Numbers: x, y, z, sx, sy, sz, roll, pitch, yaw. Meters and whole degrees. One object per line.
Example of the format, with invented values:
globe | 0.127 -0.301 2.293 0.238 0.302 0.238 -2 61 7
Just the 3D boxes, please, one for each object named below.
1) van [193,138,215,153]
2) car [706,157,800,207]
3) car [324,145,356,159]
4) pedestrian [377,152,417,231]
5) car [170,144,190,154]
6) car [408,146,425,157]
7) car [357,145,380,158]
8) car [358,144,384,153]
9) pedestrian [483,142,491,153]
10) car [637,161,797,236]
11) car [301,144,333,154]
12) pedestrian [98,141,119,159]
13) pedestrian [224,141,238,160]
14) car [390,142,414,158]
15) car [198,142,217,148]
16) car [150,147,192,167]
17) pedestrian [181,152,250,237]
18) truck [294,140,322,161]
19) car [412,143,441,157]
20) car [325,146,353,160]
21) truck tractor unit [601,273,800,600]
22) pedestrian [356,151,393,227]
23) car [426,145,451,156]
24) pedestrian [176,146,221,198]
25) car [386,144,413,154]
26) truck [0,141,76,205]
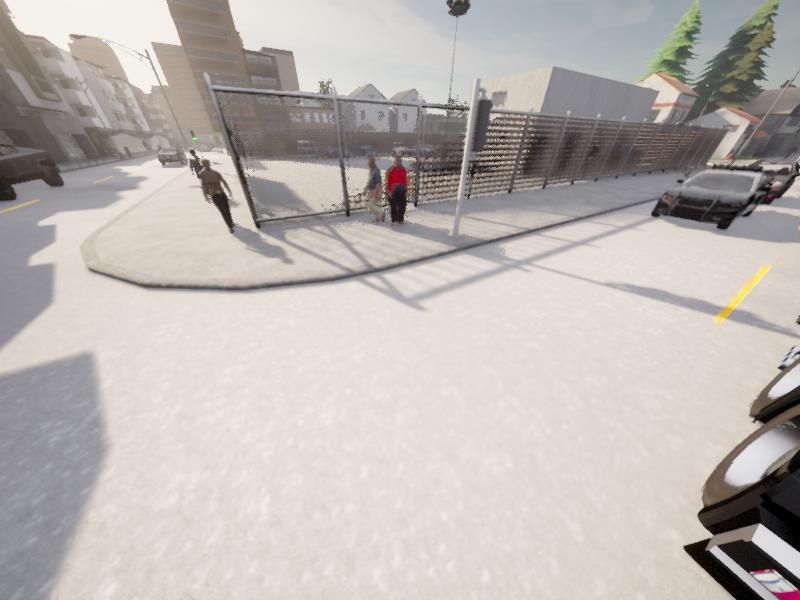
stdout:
van | -42.405 -33.553 50.108 2.351 2.431 6.366 -18 39 -25
car | 16.912 -5.619 10.820 3.988 1.617 1.851 -18 39 -25
car | -8.209 -20.326 31.665 3.705 1.547 1.789 -18 39 -25
pedestrian | -0.080 -3.006 6.455 0.751 1.860 0.751 -18 39 -24
car | -44.521 -30.665 46.857 1.970 1.475 3.806 -18 39 -25
car | 2.538 -23.015 35.709 1.481 1.379 2.207 -18 39 -25
car | -4.652 -21.866 33.927 1.845 1.501 3.633 -18 39 -25
car | -5.823 -30.746 46.836 4.892 1.490 1.837 -19 39 -26
pedestrian | 17.059 -29.873 45.235 0.751 1.860 0.751 -20 40 -27
car | 11.090 -3.769 8.080 5.238 1.638 1.930 -19 39 -25
car | -15.220 -27.669 42.315 4.902 1.511 2.128 -19 39 -25
pedestrian | -35.650 -18.394 28.279 0.751 1.860 0.751 -19 39 -25
pedestrian | -20.592 -18.250 28.204 0.751 1.860 0.751 -12 37 -17
car | 0.237 -23.001 35.302 1.905 1.878 3.866 -18 39 -25
car | -63.258 -51.057 76.050 2.152 1.651 5.027 1 35 0
car | -23.980 -15.190 24.407 2.033 1.411 5.357 -18 39 -25
pedestrian | -4.731 -2.728 6.015 0.751 1.860 0.751 -23 41 -30
truck | -11.989 -19.493 30.015 2.069 2.038 4.478 -18 39 -25
car | 4.071 -24.009 36.968 2.242 1.667 4.611 -18 39 -25
car | -8.486 -20.281 31.724 2.033 1.415 5.357 -18 39 -25
truck tractor unit | 5.122 -0.290 0.760 6.516 4.208 3.053 -18 39 -23
pedestrian | -0.717 -3.221 6.758 0.751 1.860 0.751 -17 38 -23
car | 6.438 -25.219 38.848 1.816 1.474 4.193 -18 39 -25
pedestrian | -8.673 -5.555 10.044 0.751 1.860 0.751 -16 38 -22
car | -0.144 -29.929 45.695 4.902 1.511 2.128 -18 39 -24
truck | -18.901 -5.945 10.548 2.390 2.098 6.274 -18 39 -25
